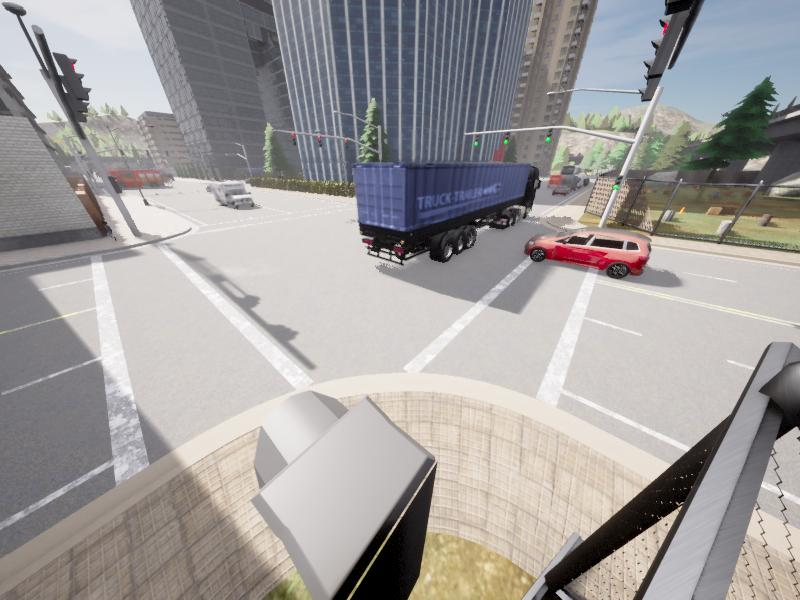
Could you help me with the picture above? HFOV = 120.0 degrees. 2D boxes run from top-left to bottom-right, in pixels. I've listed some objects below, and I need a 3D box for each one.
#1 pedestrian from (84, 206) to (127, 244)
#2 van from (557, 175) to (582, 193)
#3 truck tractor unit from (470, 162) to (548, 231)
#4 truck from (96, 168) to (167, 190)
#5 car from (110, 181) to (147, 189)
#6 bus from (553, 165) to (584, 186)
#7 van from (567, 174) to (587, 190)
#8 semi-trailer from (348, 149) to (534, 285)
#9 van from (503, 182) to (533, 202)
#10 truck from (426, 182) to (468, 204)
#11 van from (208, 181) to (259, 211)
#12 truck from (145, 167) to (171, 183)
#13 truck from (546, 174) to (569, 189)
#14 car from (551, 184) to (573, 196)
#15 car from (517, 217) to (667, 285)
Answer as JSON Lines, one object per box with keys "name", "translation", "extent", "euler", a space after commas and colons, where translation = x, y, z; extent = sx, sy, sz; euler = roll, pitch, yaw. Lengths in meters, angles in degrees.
{"name": "pedestrian", "translation": [-16.492, -4.207, 12.968], "extent": [0.751, 1.860, 0.751], "euler": [21, 36, 32]}
{"name": "van", "translation": [30.940, -21.257, 42.174], "extent": [1.988, 2.561, 5.915], "euler": [25, 39, 37]}
{"name": "truck tractor unit", "translation": [8.838, -8.594, 18.583], "extent": [3.053, 4.208, 6.516], "euler": [23, 38, 34]}
{"name": "truck", "translation": [-54.753, -25.042, 47.548], "extent": [2.891, 3.827, 8.468], "euler": [22, 37, 33]}
{"name": "car", "translation": [-58.047, -24.691, 49.466], "extent": [1.895, 1.301, 4.718], "euler": [22, 37, 33]}
{"name": "bus", "translation": [43.025, -31.816, 58.749], "extent": [3.944, 4.253, 10.273], "euler": [23, 37, 34]}
{"name": "van", "translation": [36.526, -24.377, 47.580], "extent": [1.988, 2.561, 5.915], "euler": [23, 37, 34]}
{"name": "semi-trailer", "translation": [3.758, -5.639, 13.294], "extent": [2.717, 4.402, 14.254], "euler": [23, 37, 34]}
{"name": "van", "translation": [15.920, -14.603, 31.148], "extent": [2.069, 2.038, 4.480], "euler": [23, 37, 34]}
{"name": "truck", "translation": [6.327, -14.354, 30.659], "extent": [2.390, 2.098, 6.274], "euler": [23, 37, 34]}
{"name": "van", "translation": [-18.943, -11.900, 26.191], "extent": [6.366, 2.431, 2.351], "euler": [23, 37, 34]}
{"name": "truck", "translation": [-69.999, -36.109, 66.715], "extent": [8.468, 3.827, 2.891], "euler": [23, 37, 34]}
{"name": "truck", "translation": [33.565, -25.314, 49.257], "extent": [2.627, 2.467, 5.204], "euler": [23, 37, 34]}
{"name": "car", "translation": [25.950, -17.573, 36.963], "extent": [1.994, 1.385, 4.181], "euler": [23, 37, 34]}
{"name": "car", "translation": [8.359, -2.468, 10.590], "extent": [4.611, 1.667, 2.242], "euler": [23, 37, 33]}
